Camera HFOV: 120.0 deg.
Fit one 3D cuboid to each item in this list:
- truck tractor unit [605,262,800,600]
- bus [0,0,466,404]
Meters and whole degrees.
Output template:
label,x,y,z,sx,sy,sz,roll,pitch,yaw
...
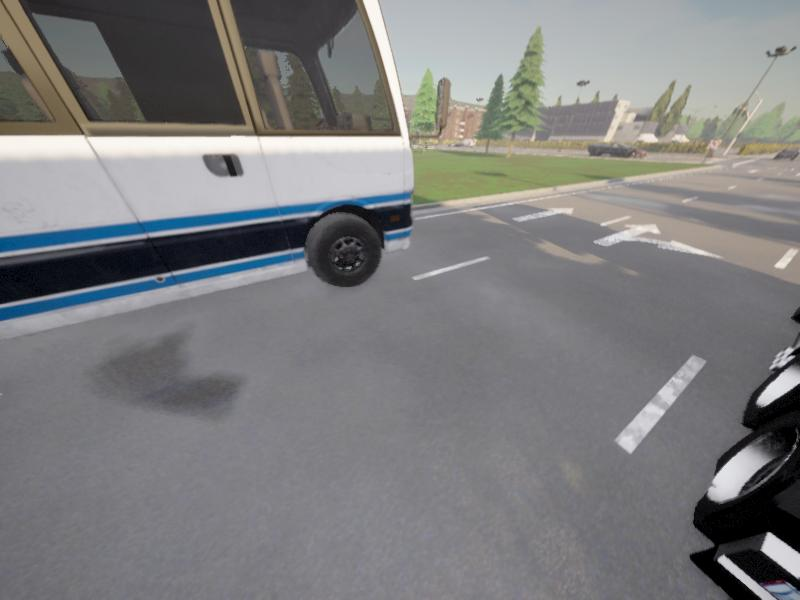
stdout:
label,x,y,z,sx,sy,sz,roll,pitch,yaw
truck tractor unit,5.117,-0.306,0.823,6.516,4.208,3.053,-18,38,-25
bus,-4.675,-1.792,2.787,10.273,4.253,3.944,-18,39,-24
